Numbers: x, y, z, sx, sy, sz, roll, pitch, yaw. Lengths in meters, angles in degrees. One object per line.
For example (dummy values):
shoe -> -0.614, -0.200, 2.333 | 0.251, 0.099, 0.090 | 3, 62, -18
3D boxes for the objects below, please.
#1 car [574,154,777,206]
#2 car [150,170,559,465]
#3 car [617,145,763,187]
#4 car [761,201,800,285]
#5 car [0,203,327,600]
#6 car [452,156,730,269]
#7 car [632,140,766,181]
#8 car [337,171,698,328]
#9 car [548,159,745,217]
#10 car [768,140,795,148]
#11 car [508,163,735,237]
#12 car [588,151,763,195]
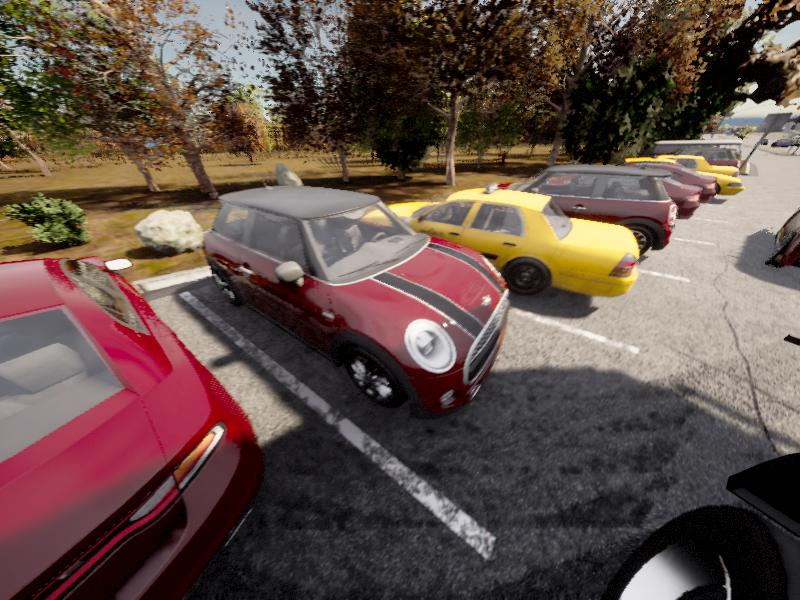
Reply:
car -> 11.289, -5.534, 10.299 | 5.366, 1.575, 1.946 | 20, 39, 27
car -> -0.844, -0.601, 3.229 | 4.553, 1.767, 2.185 | 21, 40, 29
car -> 15.866, -7.773, 13.213 | 4.553, 1.767, 2.185 | 19, 40, 27
car -> 9.373, -1.312, 4.471 | 4.181, 1.385, 1.994 | -23, 41, -28
car -> -3.237, 0.512, 1.893 | 5.008, 1.535, 2.097 | 21, 41, 29
car -> 4.015, -2.593, 5.999 | 4.553, 1.767, 2.185 | 21, 40, 28
car -> 18.274, -8.893, 14.599 | 4.442, 1.987, 1.878 | 19, 39, 27
car -> 1.437, -1.548, 4.763 | 5.366, 1.575, 1.946 | 21, 40, 28
car -> 8.764, -4.514, 8.959 | 4.674, 1.452, 2.002 | 20, 40, 28
car -> 81.655, -33.489, 49.523 | 5.357, 1.411, 2.033 | -29, 44, -34
car -> 6.386, -3.486, 7.526 | 4.674, 1.452, 2.002 | 20, 40, 28
car -> 13.335, -6.686, 11.917 | 5.366, 1.575, 1.946 | 20, 40, 27
